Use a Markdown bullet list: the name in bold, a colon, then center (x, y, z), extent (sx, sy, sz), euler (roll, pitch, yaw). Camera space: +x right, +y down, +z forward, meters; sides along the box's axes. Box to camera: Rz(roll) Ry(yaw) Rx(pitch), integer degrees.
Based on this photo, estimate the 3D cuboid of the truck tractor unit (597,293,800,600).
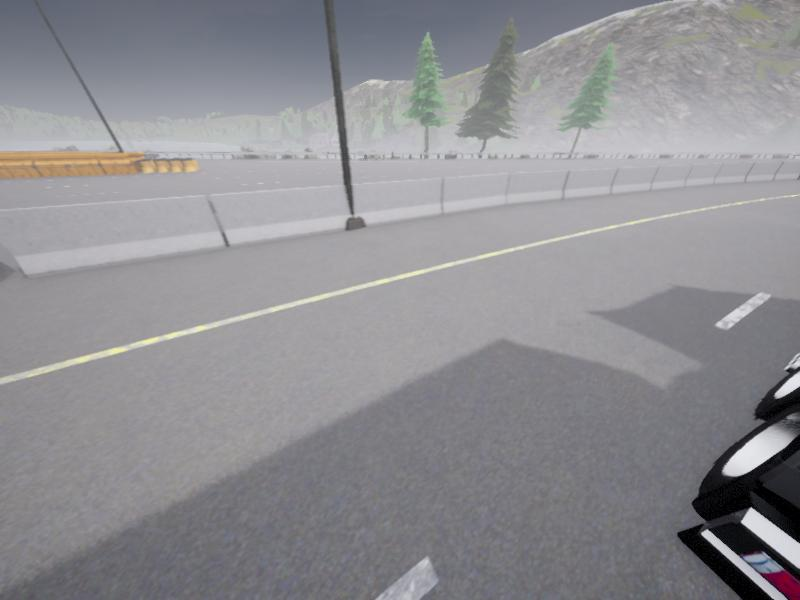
- **truck tractor unit**: center (5.166, -0.238, 0.717), extent (6.516, 4.208, 3.053), euler (-16, 38, -22)
